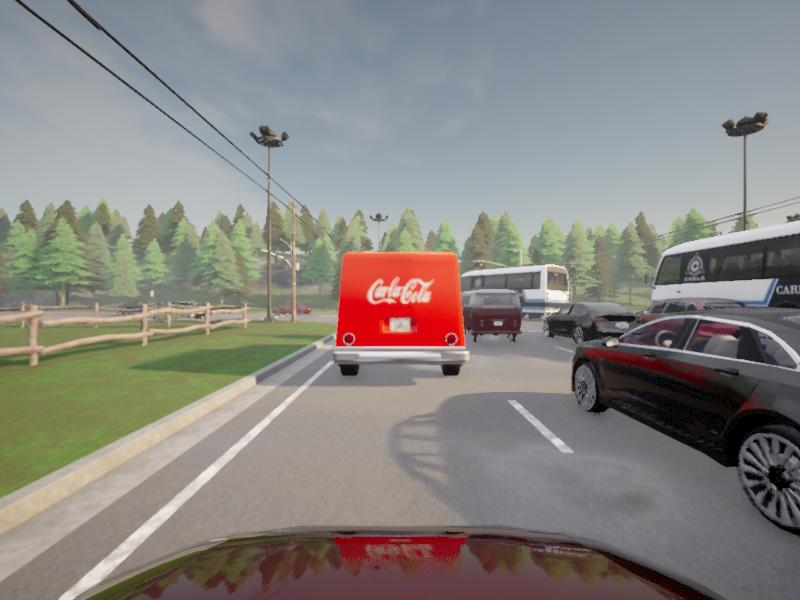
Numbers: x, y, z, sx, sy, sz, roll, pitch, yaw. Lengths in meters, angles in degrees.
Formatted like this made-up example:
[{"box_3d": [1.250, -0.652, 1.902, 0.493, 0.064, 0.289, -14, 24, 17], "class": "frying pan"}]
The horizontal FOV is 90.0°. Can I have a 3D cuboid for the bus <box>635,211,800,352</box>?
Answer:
[{"box_3d": [13.918, -0.550, 15.085, 3.944, 4.253, 10.273, 0, 0, -1], "class": "bus"}]

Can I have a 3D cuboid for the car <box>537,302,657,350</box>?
[{"box_3d": [7.012, 0.836, 14.967, 2.163, 1.488, 4.792, 0, 0, 0], "class": "car"}]

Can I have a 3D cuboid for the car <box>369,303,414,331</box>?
[{"box_3d": [-0.614, 0.885, 22.866, 1.994, 1.385, 4.181, 0, 0, -9], "class": "car"}]

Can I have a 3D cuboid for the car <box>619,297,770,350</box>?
[{"box_3d": [10.503, 0.742, 14.872, 2.242, 1.667, 4.611, 0, 0, 0], "class": "car"}]

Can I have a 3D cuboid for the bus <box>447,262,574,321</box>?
[{"box_3d": [9.043, -0.572, 34.506, 3.944, 4.253, 10.273, 3, -2, -35], "class": "bus"}]

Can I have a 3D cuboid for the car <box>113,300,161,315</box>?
[{"box_3d": [-27.040, 0.776, 41.254, 3.705, 1.549, 1.789, 0, 0, -8], "class": "car"}]

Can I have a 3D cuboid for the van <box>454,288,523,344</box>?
[{"box_3d": [3.471, 0.581, 16.460, 1.775, 1.987, 4.442, 0, 0, -1], "class": "van"}]

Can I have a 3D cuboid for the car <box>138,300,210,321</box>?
[{"box_3d": [-17.693, 0.797, 31.437, 4.514, 1.525, 2.007, 0, 0, 3], "class": "car"}]

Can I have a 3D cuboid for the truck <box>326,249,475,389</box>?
[{"box_3d": [0.008, 0.343, 9.658, 2.627, 2.467, 5.204, 0, 0, 0], "class": "truck"}]

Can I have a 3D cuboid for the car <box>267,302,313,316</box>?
[{"box_3d": [-11.312, 0.866, 41.324, 4.181, 1.385, 1.994, 0, 0, 11], "class": "car"}]

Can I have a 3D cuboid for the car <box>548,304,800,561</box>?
[{"box_3d": [3.502, 0.833, 4.161, 2.128, 1.511, 4.902, 0, 0, 0], "class": "car"}]

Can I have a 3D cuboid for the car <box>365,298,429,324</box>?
[{"box_3d": [-0.308, 0.728, 29.103, 2.242, 1.667, 4.611, 0, 0, -38], "class": "car"}]
